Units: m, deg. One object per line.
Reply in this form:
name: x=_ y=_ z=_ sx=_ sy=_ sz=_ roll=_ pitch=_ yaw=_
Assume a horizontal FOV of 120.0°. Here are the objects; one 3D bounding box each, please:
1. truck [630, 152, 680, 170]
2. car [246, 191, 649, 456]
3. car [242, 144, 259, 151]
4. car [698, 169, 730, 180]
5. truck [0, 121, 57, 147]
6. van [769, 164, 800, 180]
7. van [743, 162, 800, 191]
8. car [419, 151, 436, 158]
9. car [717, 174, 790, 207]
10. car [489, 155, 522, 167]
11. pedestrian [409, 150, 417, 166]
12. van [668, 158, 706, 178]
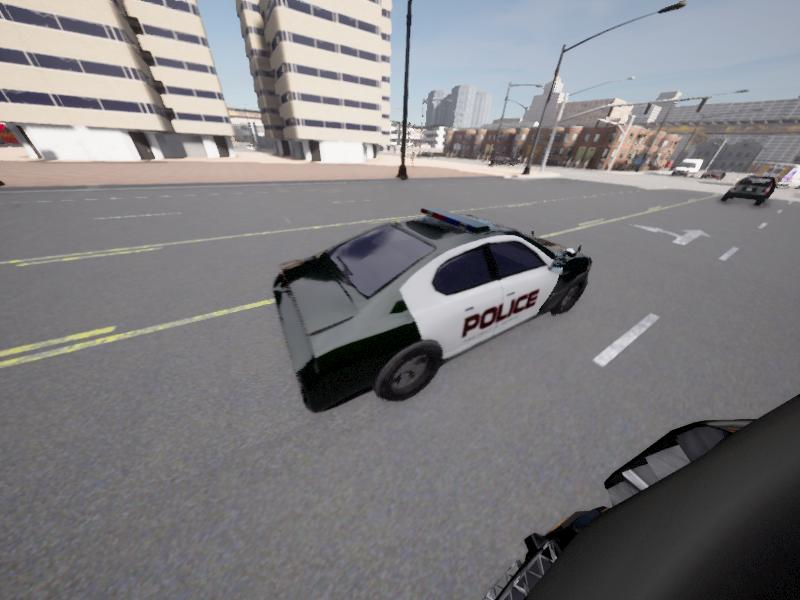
truck: x=73.157 y=-40.164 z=66.694 sx=2.891 sy=3.827 sz=8.468 roll=-17 pitch=38 yaw=-27
car: x=0.938 y=-0.470 z=3.366 sx=4.974 sy=1.542 sz=2.038 roll=-17 pitch=38 yaw=-27
car: x=-44.069 y=-44.979 z=68.181 sx=3.633 sy=1.501 sz=1.845 roll=-19 pitch=39 yaw=-28
car: x=48.995 y=-19.580 z=36.003 sx=4.181 sy=1.385 sz=1.994 roll=-17 pitch=38 yaw=-27
truck: x=-73.753 y=-31.505 z=43.780 sx=8.468 sy=3.827 sz=2.891 roll=-17 pitch=38 yaw=-29
van: x=85.688 y=-28.262 z=50.825 sx=1.988 sy=2.561 sz=5.915 roll=23 pitch=38 yaw=26
van: x=44.482 y=-14.241 z=26.699 sx=6.366 sy=2.431 sz=2.351 roll=-5 pitch=39 yaw=-12
car: x=7.810 y=-41.252 z=65.505 sx=2.128 sy=1.511 sz=4.902 roll=-17 pitch=38 yaw=-27
car: x=24.100 y=-7.569 z=15.765 sx=3.988 sy=1.617 sz=1.851 roll=-17 pitch=38 yaw=-27
car: x=19.932 y=-26.394 z=43.856 sx=1.930 sy=1.638 sz=5.238 roll=-17 pitch=38 yaw=-27
pedestrian: x=1.813 y=-20.256 z=32.996 sx=0.751 sy=1.860 sz=0.751 roll=-7 pitch=35 yaw=-14
van: x=47.924 y=-22.005 z=38.524 sx=5.915 sy=2.561 sz=1.988 roll=-17 pitch=38 yaw=-27
